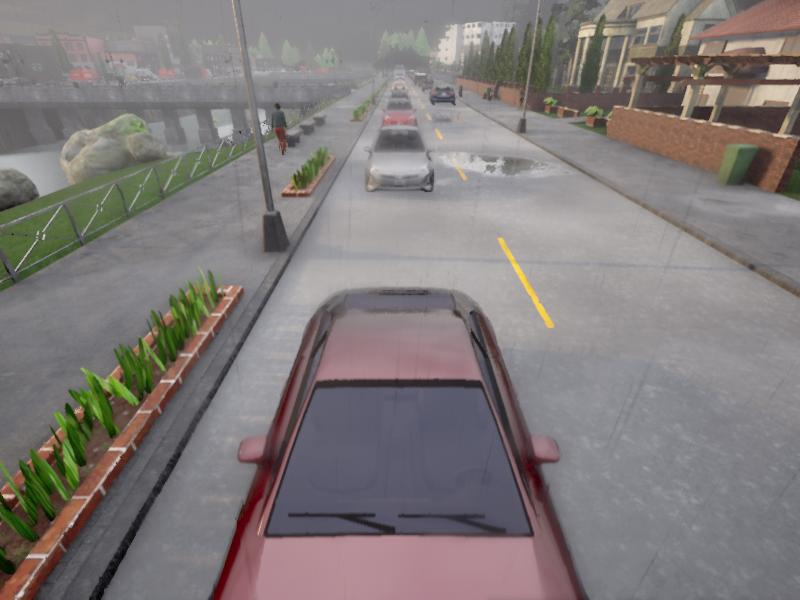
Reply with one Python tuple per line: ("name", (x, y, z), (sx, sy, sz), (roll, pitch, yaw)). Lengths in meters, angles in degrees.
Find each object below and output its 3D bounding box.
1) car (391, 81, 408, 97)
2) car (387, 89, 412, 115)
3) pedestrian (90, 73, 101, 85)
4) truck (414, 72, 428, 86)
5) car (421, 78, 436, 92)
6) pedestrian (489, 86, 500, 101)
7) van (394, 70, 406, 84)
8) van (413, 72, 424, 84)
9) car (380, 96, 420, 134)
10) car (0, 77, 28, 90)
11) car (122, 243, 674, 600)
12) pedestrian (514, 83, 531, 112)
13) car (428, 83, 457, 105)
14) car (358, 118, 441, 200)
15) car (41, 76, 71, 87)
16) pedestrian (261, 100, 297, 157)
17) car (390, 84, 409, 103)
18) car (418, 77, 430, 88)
("car", (-0.037, -25.418, 48.075), (1.882, 1.535, 5.008), (0, 30, 0))
("car", (-0.024, -15.256, 30.718), (1.816, 1.474, 4.193), (0, 30, 0))
("pedestrian", (-54.976, -39.779, 72.129), (0.751, 1.860, 0.751), (3, 30, 6))
("truck", (3.945, -42.281, 76.420), (2.390, 2.098, 6.274), (0, 30, 0))
("car", (3.960, -30.304, 56.381), (1.851, 1.617, 3.988), (0, 30, 0))
("pedestrian", (9.232, -20.228, 39.159), (0.751, 1.300, 0.751), (2, 30, 3))
("van", (-0.061, -46.160, 82.738), (2.351, 2.431, 6.366), (0, 30, 0))
("van", (3.939, -46.643, 83.966), (2.069, 2.038, 4.480), (0, 30, 0))
("car", (-0.019, -10.466, 22.457), (2.007, 1.525, 4.514), (0, 30, 0))
("car", (-61.731, -34.034, 62.746), (1.930, 1.638, 5.238), (0, 30, 0))
("car", (-0.007, 1.024, 2.924), (1.994, 1.385, 4.181), (0, 30, 0))
("pedestrian", (9.116, -15.071, 29.762), (0.751, 1.860, 0.751), (-1, 30, -2))
("car", (3.967, -19.542, 37.870), (2.242, 1.667, 4.611), (0, 30, 0))
("car", (-0.014, -4.426, 12.102), (2.007, 1.525, 4.514), (0, 30, 0))
("car", (-61.739, -39.286, 71.859), (1.851, 1.617, 3.988), (0, 30, 0))
("pedestrian", (-4.435, -6.329, 14.777), (0.751, 1.860, 0.751), (4, 31, 7))
("car", (-0.033, -20.553, 39.743), (1.845, 1.501, 3.633), (0, 30, 0))
("car", (3.949, -36.368, 66.903), (1.816, 1.474, 4.193), (0, 30, 0))
